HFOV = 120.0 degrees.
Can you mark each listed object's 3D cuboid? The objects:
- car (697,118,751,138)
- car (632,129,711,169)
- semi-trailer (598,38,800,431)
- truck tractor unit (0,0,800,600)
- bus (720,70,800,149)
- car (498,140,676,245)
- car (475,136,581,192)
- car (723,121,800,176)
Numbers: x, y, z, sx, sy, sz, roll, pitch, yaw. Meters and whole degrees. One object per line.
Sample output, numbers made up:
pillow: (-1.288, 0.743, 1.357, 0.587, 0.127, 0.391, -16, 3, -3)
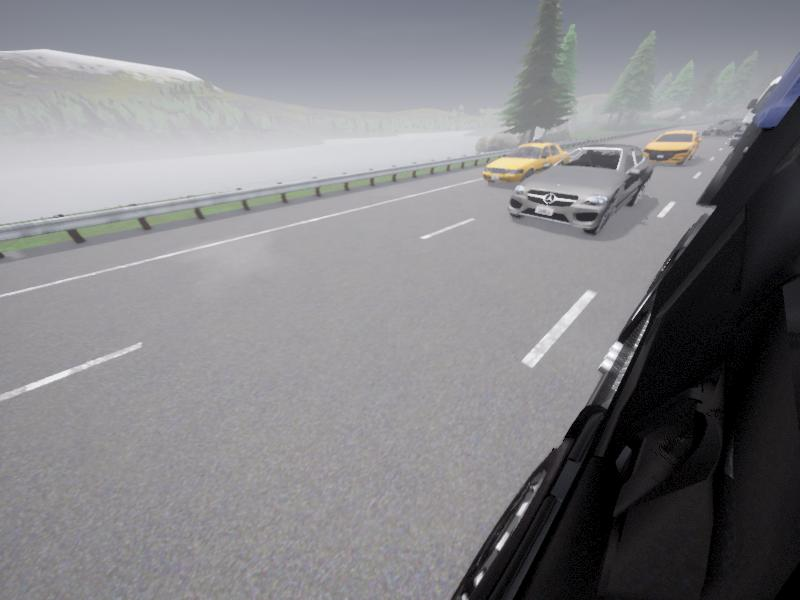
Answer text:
car: (37.670, -20.003, 26.902, 4.611, 1.667, 2.242, -20, 39, -22)
car: (15.611, -8.778, 13.253, 5.008, 1.535, 1.882, -28, 43, -30)
semi-trailer: (8.698, -3.587, 4.253, 14.254, 4.402, 2.717, -28, 43, -30)
truck tractor unit: (2.645, -0.295, 0.351, 6.516, 4.208, 3.053, -28, 44, -30)
bus: (30.512, -14.981, 18.410, 10.273, 4.253, 3.944, -27, 43, -31)
car: (5.294, -3.345, 6.499, 5.027, 1.651, 2.152, -28, 43, -30)
car: (5.947, -6.393, 10.609, 5.366, 1.575, 1.801, -28, 43, -30)
car: (17.434, -7.133, 10.697, 4.553, 1.767, 2.097, -28, 43, -30)
